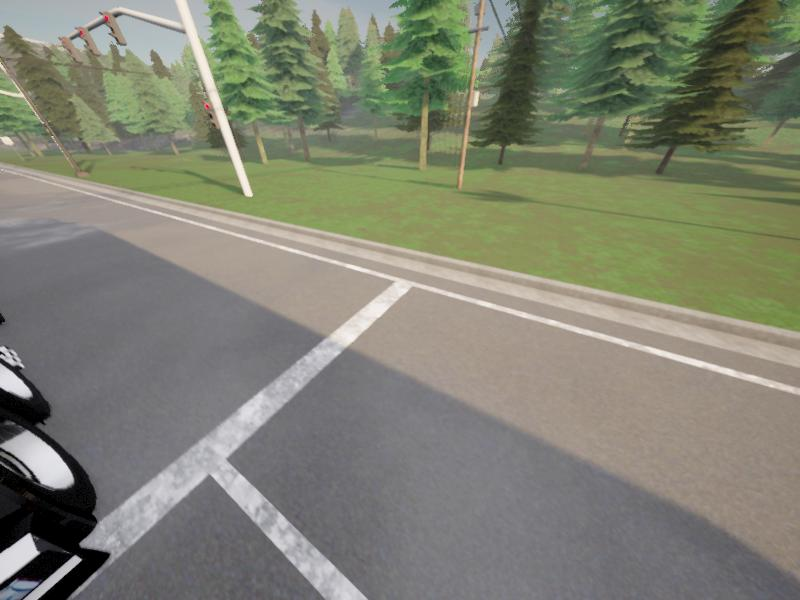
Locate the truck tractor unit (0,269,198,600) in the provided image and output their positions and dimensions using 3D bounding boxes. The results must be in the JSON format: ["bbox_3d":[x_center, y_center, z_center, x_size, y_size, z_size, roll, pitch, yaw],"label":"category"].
[{"bbox_3d":[-5.118,-0.294,0.767,6.516,4.208,3.053,18,39,24],"label":"truck tractor unit"}]
